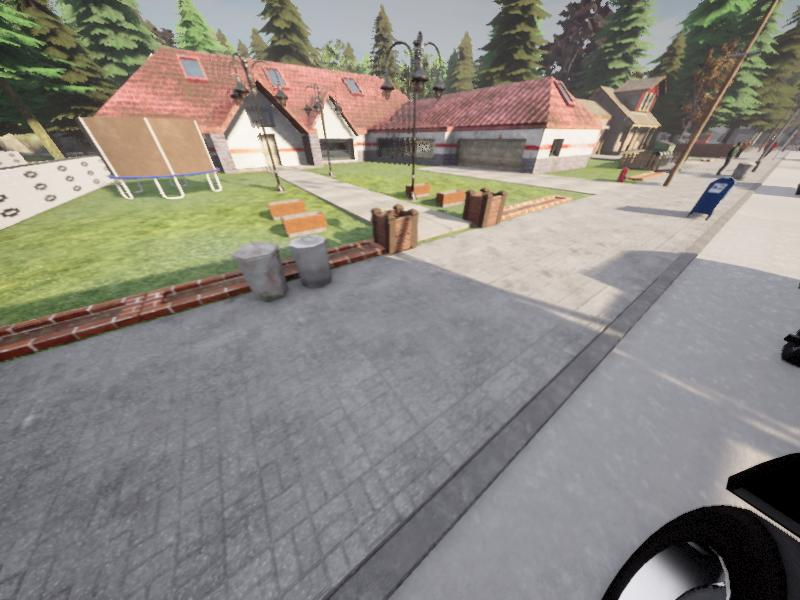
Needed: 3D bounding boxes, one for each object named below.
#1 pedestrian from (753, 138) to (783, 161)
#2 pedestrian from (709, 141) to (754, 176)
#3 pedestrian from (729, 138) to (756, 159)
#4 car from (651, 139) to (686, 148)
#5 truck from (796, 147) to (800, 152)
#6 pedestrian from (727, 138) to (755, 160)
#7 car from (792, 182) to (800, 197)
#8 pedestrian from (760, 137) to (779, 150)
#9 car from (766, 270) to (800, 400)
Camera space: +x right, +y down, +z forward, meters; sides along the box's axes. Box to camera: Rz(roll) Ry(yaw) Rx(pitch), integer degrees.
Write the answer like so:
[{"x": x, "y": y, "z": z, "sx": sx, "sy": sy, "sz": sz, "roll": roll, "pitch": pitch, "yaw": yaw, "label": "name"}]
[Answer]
[{"x": 37.454, "y": -15.318, "z": 23.504, "sx": 0.751, "sy": 1.860, "sz": 0.751, "roll": -20, "pitch": 40, "yaw": -26, "label": "pedestrian"}, {"x": 20.776, "y": -8.913, "z": 14.550, "sx": 0.751, "sy": 1.860, "sz": 0.751, "roll": 26, "pitch": 43, "yaw": 32, "label": "pedestrian"}, {"x": 37.889, "y": -16.797, "z": 25.598, "sx": 0.751, "sy": 1.860, "sz": 0.751, "roll": -17, "pitch": 38, "yaw": -22, "label": "pedestrian"}, {"x": 63.829, "y": -37.376, "z": 55.011, "sx": 2.152, "sy": 1.651, "sz": 5.027, "roll": -22, "pitch": 41, "yaw": -28, "label": "car"}, {"x": 68.199, "y": -25.502, "z": 37.722, "sx": 6.274, "sy": 2.098, "sz": 2.390, "roll": -19, "pitch": 39, "yaw": -24, "label": "truck"}, {"x": 36.276, "y": -16.085, "z": 24.600, "sx": 0.751, "sy": 1.860, "sz": 0.751, "roll": -20, "pitch": 40, "yaw": -26, "label": "pedestrian"}, {"x": 19.634, "y": -5.569, "z": 10.015, "sx": 3.866, "sy": 1.878, "sz": 1.905, "roll": -21, "pitch": 40, "yaw": -28, "label": "car"}, {"x": 63.587, "y": -26.912, "z": 39.744, "sx": 0.751, "sy": 1.860, "sz": 0.751, "roll": -16, "pitch": 38, "yaw": -21, "label": "pedestrian"}, {"x": 6.476, "y": -0.098, "z": 2.367, "sx": 4.605, "sy": 1.855, "sz": 1.932, "roll": -21, "pitch": 40, "yaw": -26, "label": "car"}]
